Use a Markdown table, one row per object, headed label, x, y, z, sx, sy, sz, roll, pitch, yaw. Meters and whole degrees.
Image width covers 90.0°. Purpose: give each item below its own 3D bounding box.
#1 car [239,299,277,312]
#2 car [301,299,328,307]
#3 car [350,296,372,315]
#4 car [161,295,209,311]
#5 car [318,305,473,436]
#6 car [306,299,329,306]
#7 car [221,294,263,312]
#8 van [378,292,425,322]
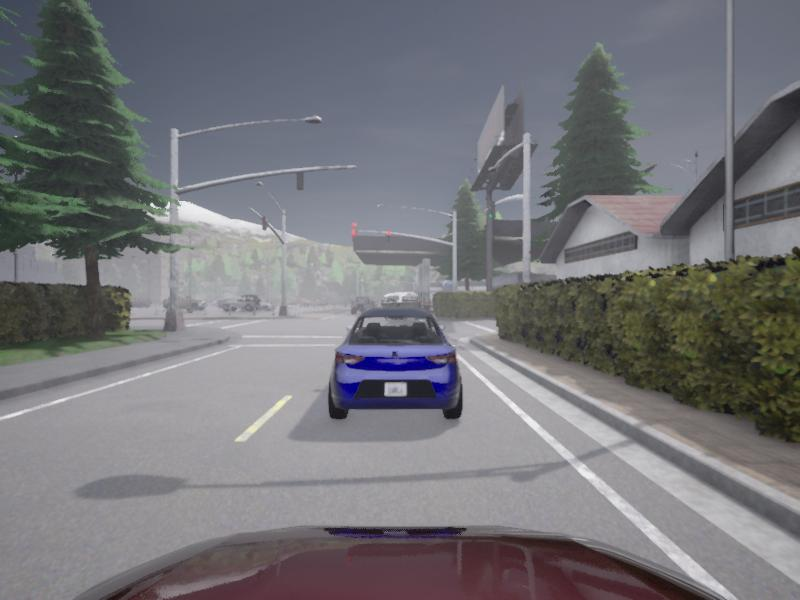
| label | x | y | z | sx | sy | sz | roll | pitch | yaw |
| --- | --- | --- | --- | --- | --- | --- | --- | --- | --- |
| car | -16.706 | 0.623 | 47.252 | 3.806 | 1.475 | 1.970 | 0 | 0 | -1 |
| car | -17.339 | 0.534 | 81.504 | 5.027 | 1.636 | 2.152 | 0 | 0 | -1 |
| car | -3.957 | 0.575 | 41.348 | 1.905 | 1.878 | 3.866 | 0 | 0 | -1 |
| car | -25.183 | 0.359 | 47.070 | 4.605 | 1.855 | 1.932 | 0 | 0 | -1 |
| car | -0.076 | 0.843 | 6.769 | 1.816 | 1.474 | 4.193 | 0 | 0 | -1 |
| car | -17.444 | 0.537 | 84.639 | 4.514 | 1.523 | 2.007 | 0 | 0 | -1 |
| car | -17.261 | 0.344 | 43.917 | 3.866 | 1.878 | 1.905 | 0 | 0 | -1 |
| van | 0.029 | 0.484 | 29.619 | 2.069 | 2.038 | 4.480 | -1 | -1 | -20 |
